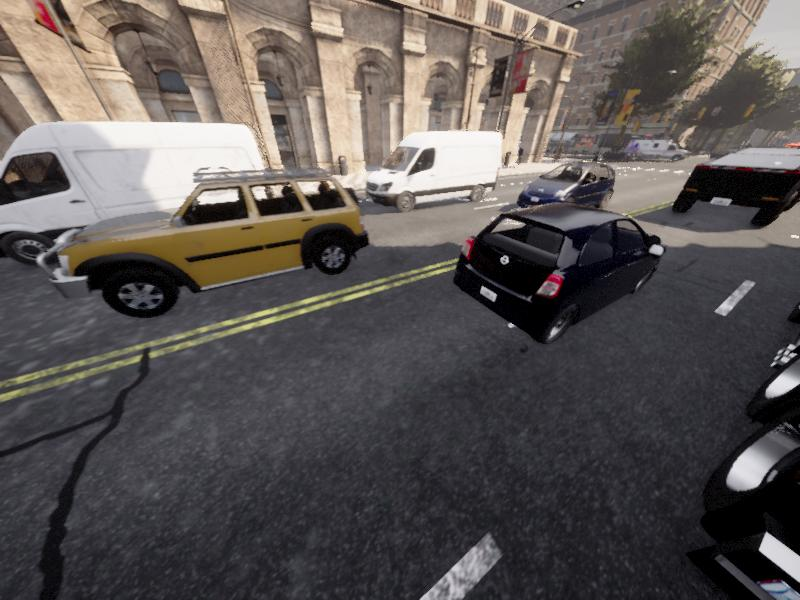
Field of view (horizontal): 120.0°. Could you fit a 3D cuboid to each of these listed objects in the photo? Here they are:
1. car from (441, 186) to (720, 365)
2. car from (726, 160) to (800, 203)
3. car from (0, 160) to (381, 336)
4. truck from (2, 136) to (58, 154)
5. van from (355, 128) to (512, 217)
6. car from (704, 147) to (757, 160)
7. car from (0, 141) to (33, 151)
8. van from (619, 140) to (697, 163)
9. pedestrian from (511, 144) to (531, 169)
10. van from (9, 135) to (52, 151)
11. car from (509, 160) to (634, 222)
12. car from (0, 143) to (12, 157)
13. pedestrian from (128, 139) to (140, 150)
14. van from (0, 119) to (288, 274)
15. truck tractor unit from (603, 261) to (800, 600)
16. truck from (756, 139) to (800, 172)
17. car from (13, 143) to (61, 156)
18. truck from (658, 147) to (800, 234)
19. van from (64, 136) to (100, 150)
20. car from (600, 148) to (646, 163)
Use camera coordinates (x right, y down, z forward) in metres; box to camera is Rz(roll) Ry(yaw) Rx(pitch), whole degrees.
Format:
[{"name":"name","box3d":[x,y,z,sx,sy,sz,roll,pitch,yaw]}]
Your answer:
[{"name":"car","box3d":[2.782,-0.786,3.819,3.633,1.501,1.845,-18,39,-24]},{"name":"car","box3d":[18.890,-6.039,11.555,3.806,1.475,1.970,-18,39,-25]},{"name":"car","box3d":[-2.906,-1.392,4.334,4.605,1.855,1.932,-18,39,-24]},{"name":"truck","box3d":[-62.757,-26.532,39.437,2.627,2.467,5.204,-18,39,-25]},{"name":"van","box3d":[1.430,-5.377,9.523,5.915,2.561,1.988,-18,39,-24]},{"name":"car","box3d":[50.739,-22.559,35.527,4.974,1.542,2.038,-3,35,-4]},{"name":"car","box3d":[-80.590,-32.218,48.278,2.231,1.521,4.892,-18,39,-25]},{"name":"van","box3d":[34.185,-20.001,30.923,2.351,2.431,6.366,-26,43,-32]},{"name":"pedestrian","box3d":[10.805,-12.875,20.666,0.751,1.860,0.751,-13,37,-18]},{"name":"van","box3d":[-77.479,-33.087,48.636,1.988,2.561,5.915,-18,39,-25]},{"name":"car","box3d":[6.529,-4.344,8.898,3.988,1.617,1.851,-18,39,-24]},{"name":"car","box3d":[-57.318,-20.818,32.067,1.789,1.549,3.705,-18,39,-25]},{"name":"pedestrian","box3d":[-56.583,-33.083,49.134,0.751,1.860,0.751,-7,36,-11]},{"name":"van","box3d":[-6.468,-2.819,5.773,5.915,2.561,1.988,-18,39,-24]},{"name":"truck tractor unit","box3d":[5.103,-0.309,0.787,6.516,4.208,3.053,-19,39,-24]},{"name":"truck","box3d":[38.498,-13.385,21.421,5.204,2.467,2.627,4,35,5]},{"name":"car","box3d":[-55.873,-23.358,35.747,1.801,1.575,5.366,-18,39,-25]},{"name":"truck","box3d":[13.002,-4.342,8.521,6.274,2.098,2.390,-18,39,-25]},{"name":"van","box3d":[-72.162,-35.739,52.621,2.351,2.431,6.366,-18,39,-25]},{"name":"car","box3d":[28.574,-18.691,29.779,1.845,1.501,3.633,-5,35,-8]}]
